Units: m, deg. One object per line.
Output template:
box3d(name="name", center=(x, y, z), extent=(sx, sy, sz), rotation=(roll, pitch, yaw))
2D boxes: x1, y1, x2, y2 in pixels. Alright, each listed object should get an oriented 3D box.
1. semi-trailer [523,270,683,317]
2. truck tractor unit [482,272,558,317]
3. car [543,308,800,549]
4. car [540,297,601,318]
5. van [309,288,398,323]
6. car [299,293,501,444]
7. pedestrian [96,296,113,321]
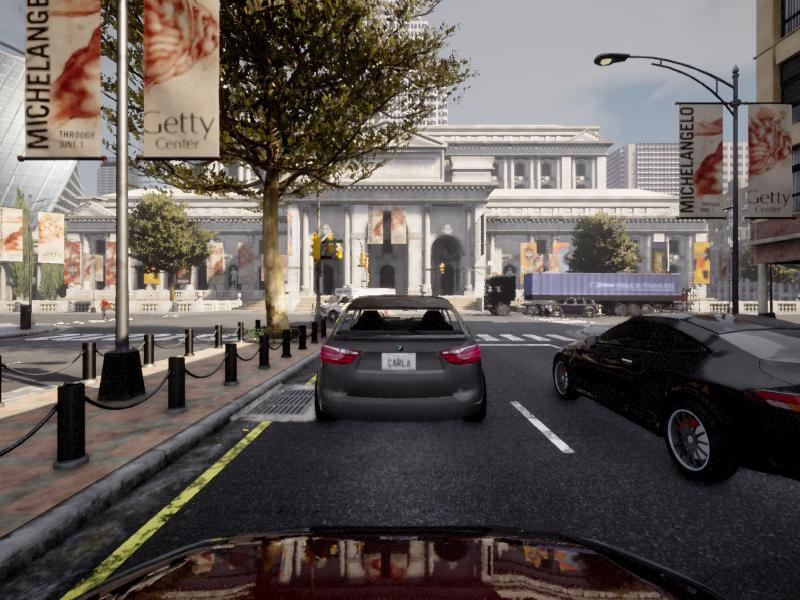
box3d(name="semi-trailer", center=(19.566, -0.618, 39.166), extent=(14.254, 4.402, 2.717), rotation=(0, 0, 0))
box3d(name="truck tractor unit", center=(11.653, -0.522, 39.201), extent=(6.516, 4.208, 3.053), rotation=(0, 0, 0))
box3d(name="car", center=(3.472, 0.870, 4.859), extent=(1.812, 1.442, 4.674), rotation=(0, 0, 0))
box3d(name="car", center=(15.128, 0.653, 35.678), extent=(4.605, 1.855, 1.932), rotation=(0, 0, 0))
box3d(name="van", center=(-3.355, 0.378, 30.021), extent=(6.366, 2.431, 2.351), rotation=(0, 0, -40))
box3d(name="car", center=(0.019, 0.756, 6.742), extent=(2.242, 1.667, 4.611), rotation=(0, 0, 0))
box3d(name="pedestrian", center=(-22.589, 0.637, 30.569), extent=(0.751, 1.860, 0.751), rotation=(0, 0, -2))
